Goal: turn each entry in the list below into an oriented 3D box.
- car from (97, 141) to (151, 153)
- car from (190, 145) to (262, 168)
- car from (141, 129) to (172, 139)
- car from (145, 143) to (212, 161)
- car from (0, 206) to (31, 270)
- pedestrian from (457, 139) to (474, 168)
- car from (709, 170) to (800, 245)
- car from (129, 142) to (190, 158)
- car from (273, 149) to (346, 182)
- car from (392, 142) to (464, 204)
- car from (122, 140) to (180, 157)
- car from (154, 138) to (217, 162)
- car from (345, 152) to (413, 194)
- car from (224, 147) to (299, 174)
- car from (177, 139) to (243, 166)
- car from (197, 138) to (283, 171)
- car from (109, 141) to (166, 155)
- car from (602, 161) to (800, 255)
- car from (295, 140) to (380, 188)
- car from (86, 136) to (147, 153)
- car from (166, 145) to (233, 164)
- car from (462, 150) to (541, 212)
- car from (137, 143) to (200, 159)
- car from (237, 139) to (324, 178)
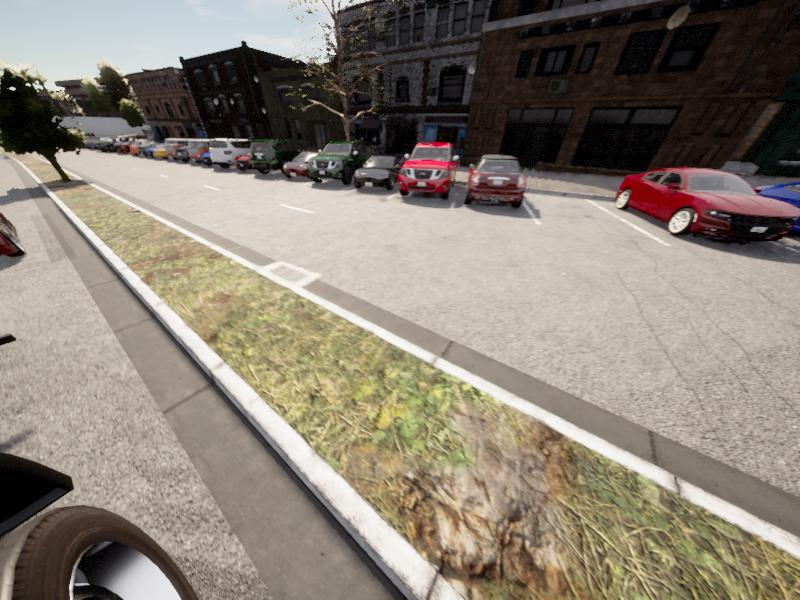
[{"bbox_3d":[-43.113,-24.118,36.351,2.097,1.535,5.008,8,35,10],"label":"car"},{"bbox_3d":[-15.645,-13.268,21.226,2.097,1.535,5.008,9,35,12],"label":"car"},{"bbox_3d":[-69.252,-47.258,65.686,5.566,2.045,2.435,3,41,3],"label":"car"},{"bbox_3d":[-25.490,-17.382,26.969,1.946,1.575,5.366,9,35,12],"label":"car"},{"bbox_3d":[-10.220,-1.579,4.874,4.181,1.385,1.994,22,41,28],"label":"car"},{"bbox_3d":[5.162,-11.606,18.332,0.751,1.860,0.751,21,40,24],"label":"pedestrian"},{"bbox_3d":[11.445,-2.166,5.793,2.002,1.452,4.674,10,36,12],"label":"car"},{"bbox_3d":[-30.514,-19.258,29.584,2.231,1.521,4.892,8,35,11],"label":"car"},{"bbox_3d":[-5.803,-9.212,15.615,2.163,1.488,4.792,9,35,12],"label":"car"},{"bbox_3d":[1.592,-6.430,11.250,2.435,2.045,5.566,9,35,12],"label":"car"},{"bbox_3d":[-33.022,-20.342,30.877,2.185,1.767,4.553,8,35,11],"label":"car"},{"bbox_3d":[-23.077,-16.399,25.204,1.878,1.987,4.442,9,35,11],"label":"car"},{"bbox_3d":[-0.877,-7.205,12.813,2.163,1.488,4.792,9,35,12],"label":"car"},{"bbox_3d":[-10.720,-11.261,18.425,2.097,1.535,5.008,9,35,12],"label":"car"},{"bbox_3d":[-18.134,-14.392,22.404,1.878,1.987,4.442,9,35,12],"label":"car"},{"bbox_3d":[-13.178,-12.486,19.704,2.435,2.045,5.566,9,35,12],"label":"car"},{"bbox_3d":[-38.050,-22.199,33.679,2.097,1.535,5.008,8,35,10],"label":"car"},{"bbox_3d":[8.976,-3.214,7.193,2.097,1.535,5.008,10,35,12],"label":"car"},{"bbox_3d":[-3.334,-8.440,14.055,2.435,2.045,5.566,9,35,12],"label":"car"},{"bbox_3d":[-45.667,-25.250,37.496,2.435,2.045,5.566,8,35,9],"label":"car"},{"bbox_3d":[-20.577,-15.267,24.069,2.163,1.488,4.792,9,35,12],"label":"car"},{"bbox_3d":[4.038,-5.320,9.916,2.185,1.767,4.553,9,35,12],"label":"car"},{"bbox_3d":[-28.008,-18.277,28.216,2.097,1.535,5.008,9,35,11],"label":"car"},{"bbox_3d":[-8.256,-10.480,16.904,2.435,2.045,5.566,9,35,12],"label":"car"}]
